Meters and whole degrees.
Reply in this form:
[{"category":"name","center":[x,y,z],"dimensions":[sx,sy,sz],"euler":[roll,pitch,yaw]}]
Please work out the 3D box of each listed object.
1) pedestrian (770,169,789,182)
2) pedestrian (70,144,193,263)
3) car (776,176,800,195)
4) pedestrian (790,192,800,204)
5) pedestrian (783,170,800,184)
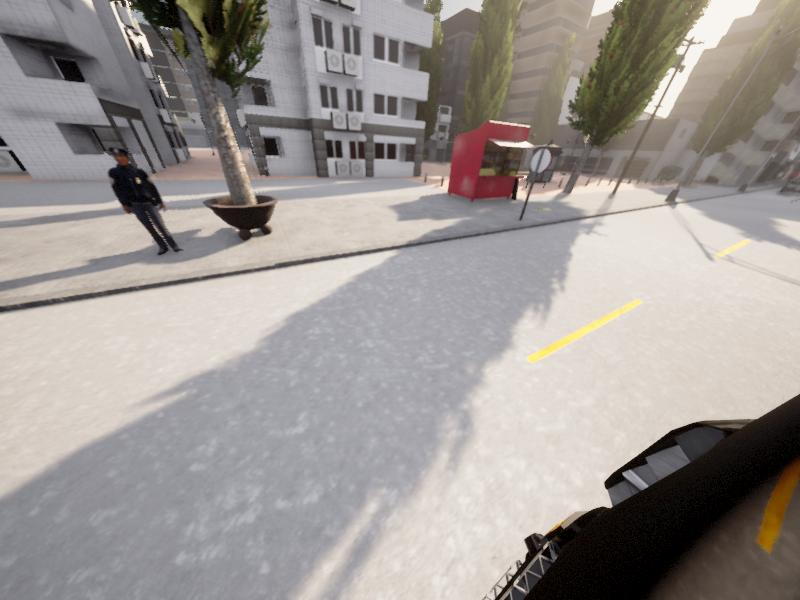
[{"category":"pedestrian","center":[62.401,-20.479,37.995],"dimensions":[0.751,1.860,0.751],"euler":[-16,38,-26]},{"category":"pedestrian","center":[-4.755,-1.755,4.310],"dimensions":[0.751,1.860,0.751],"euler":[-20,40,-31]},{"category":"car","center":[41.260,-11.725,23.616],"dimensions":[4.514,1.525,2.007],"euler":[-15,38,-25]},{"category":"pedestrian","center":[29.381,-7.851,16.465],"dimensions":[0.751,1.860,0.751],"euler":[-16,38,-26]},{"category":"pedestrian","center":[61.224,-19.233,36.021],"dimensions":[0.751,1.860,0.751],"euler":[-21,41,-32]}]
